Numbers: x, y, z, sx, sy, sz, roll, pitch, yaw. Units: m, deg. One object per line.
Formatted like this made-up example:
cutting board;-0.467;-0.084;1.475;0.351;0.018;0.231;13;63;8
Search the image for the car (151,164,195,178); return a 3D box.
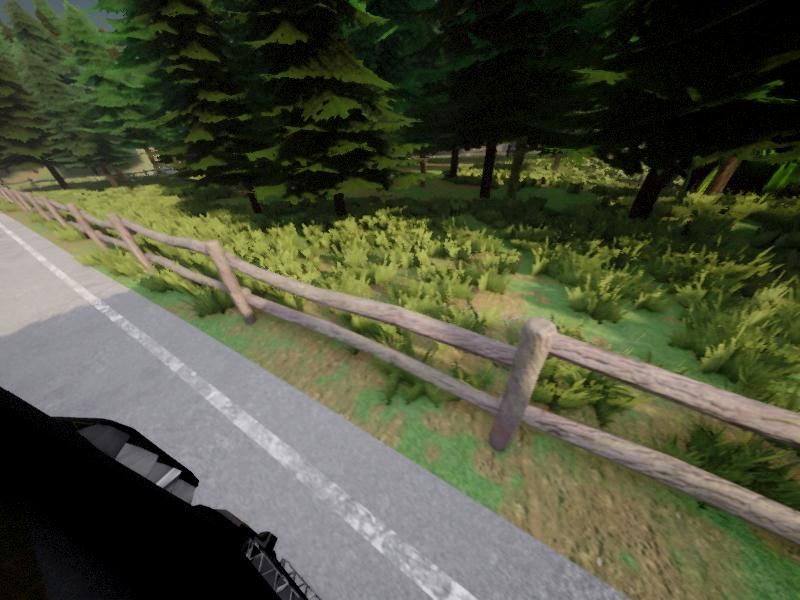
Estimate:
car;-35.184;-20.059;35.913;4.674;1.442;1.812;-29;41;-33
